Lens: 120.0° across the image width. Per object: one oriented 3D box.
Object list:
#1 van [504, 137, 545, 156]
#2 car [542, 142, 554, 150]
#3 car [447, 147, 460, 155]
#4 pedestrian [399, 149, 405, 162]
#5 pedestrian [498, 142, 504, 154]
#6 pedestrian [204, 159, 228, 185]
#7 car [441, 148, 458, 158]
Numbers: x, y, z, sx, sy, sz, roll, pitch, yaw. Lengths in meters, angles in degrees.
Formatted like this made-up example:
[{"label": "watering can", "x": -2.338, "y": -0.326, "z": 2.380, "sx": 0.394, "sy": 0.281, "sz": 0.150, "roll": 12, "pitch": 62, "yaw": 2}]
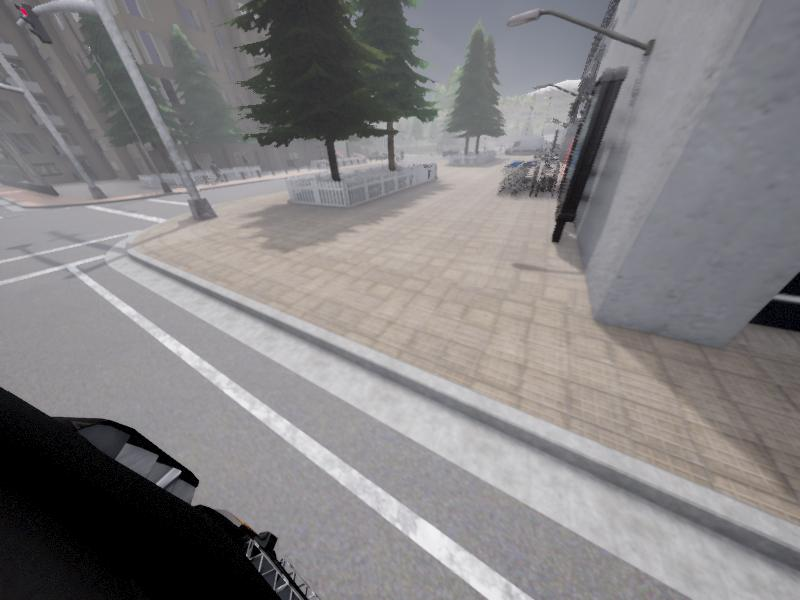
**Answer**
[{"label": "van", "x": 22.070, "y": -27.292, "z": 41.060, "sx": 5.915, "sy": 2.561, "sz": 1.988, "roll": 15, "pitch": 38, "yaw": 25}, {"label": "car", "x": 35.323, "y": -36.841, "z": 55.155, "sx": 1.970, "sy": 1.475, "sz": 3.806, "roll": 15, "pitch": 37, "yaw": 25}, {"label": "car", "x": 13.405, "y": -37.283, "z": 57.845, "sx": 2.007, "sy": 1.525, "sz": 4.514, "roll": 15, "pitch": 37, "yaw": 25}, {"label": "pedestrian", "x": 0.363, "y": -25.296, "z": 40.404, "sx": 0.751, "sy": 1.860, "sz": 0.751, "roll": 8, "pitch": 35, "yaw": 16}, {"label": "pedestrian", "x": 19.885, "y": -29.897, "z": 45.461, "sx": 0.751, "sy": 1.860, "sz": 0.751, "roll": 10, "pitch": 36, "yaw": 19}, {"label": "pedestrian", "x": -15.903, "y": -11.105, "z": 20.036, "sx": 0.751, "sy": 1.860, "sz": 0.751, "roll": 15, "pitch": 37, "yaw": 25}, {"label": "car", "x": 9.889, "y": -29.470, "z": 46.294, "sx": 1.837, "sy": 1.490, "sz": 4.892, "roll": 15, "pitch": 37, "yaw": 25}]
